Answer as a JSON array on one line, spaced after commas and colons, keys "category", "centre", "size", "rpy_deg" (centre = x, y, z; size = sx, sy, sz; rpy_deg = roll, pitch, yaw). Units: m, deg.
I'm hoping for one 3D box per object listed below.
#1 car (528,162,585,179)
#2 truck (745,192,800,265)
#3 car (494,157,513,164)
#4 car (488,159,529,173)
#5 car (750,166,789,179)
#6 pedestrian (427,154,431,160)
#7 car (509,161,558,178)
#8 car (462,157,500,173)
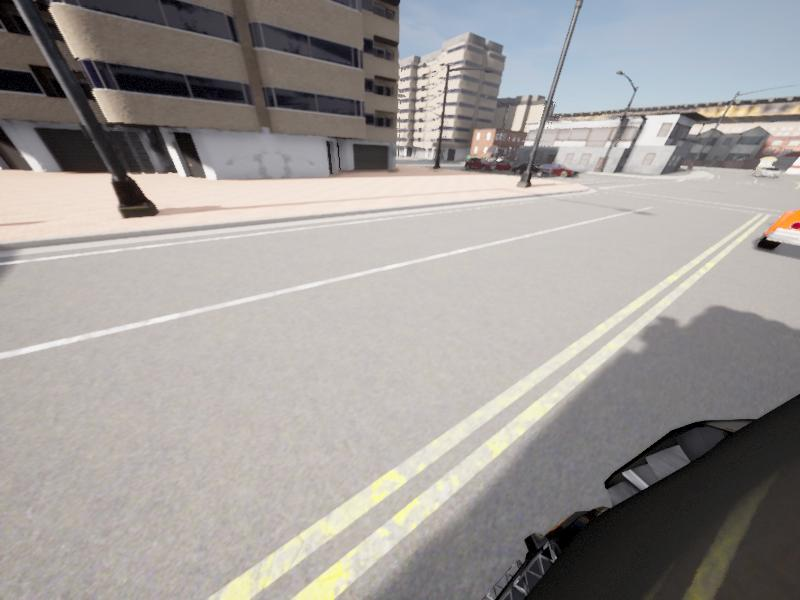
[{"category": "car", "centre": [19.318, -16.221, 28.828], "size": [2.033, 1.411, 5.357], "rpy_deg": [-18, 38, -28]}, {"category": "truck", "centre": [13.166, -2.481, 6.443], "size": [5.204, 2.467, 2.627], "rpy_deg": [-17, 38, -27]}, {"category": "car", "centre": [26.514, -35.913, 59.341], "size": [1.970, 1.475, 3.806], "rpy_deg": [-18, 38, -28]}, {"category": "car", "centre": [15.583, -19.437, 33.515], "size": [2.163, 1.488, 4.792], "rpy_deg": [-18, 38, -28]}, {"category": "car", "centre": [56.967, -19.752, 35.723], "size": [1.812, 1.442, 4.674], "rpy_deg": [27, 42, 32]}, {"category": "pedestrian", "centre": [8.892, -44.180, 71.357], "size": [0.751, 1.300, 0.751], "rpy_deg": [-19, 39, -29]}, {"category": "car", "centre": [15.894, -15.709, 27.782], "size": [1.812, 1.442, 4.674], "rpy_deg": [-18, 38, -28]}, {"category": "car", "centre": [11.518, -19.501, 33.253], "size": [2.033, 1.649, 4.856], "rpy_deg": [-18, 38, -28]}]
